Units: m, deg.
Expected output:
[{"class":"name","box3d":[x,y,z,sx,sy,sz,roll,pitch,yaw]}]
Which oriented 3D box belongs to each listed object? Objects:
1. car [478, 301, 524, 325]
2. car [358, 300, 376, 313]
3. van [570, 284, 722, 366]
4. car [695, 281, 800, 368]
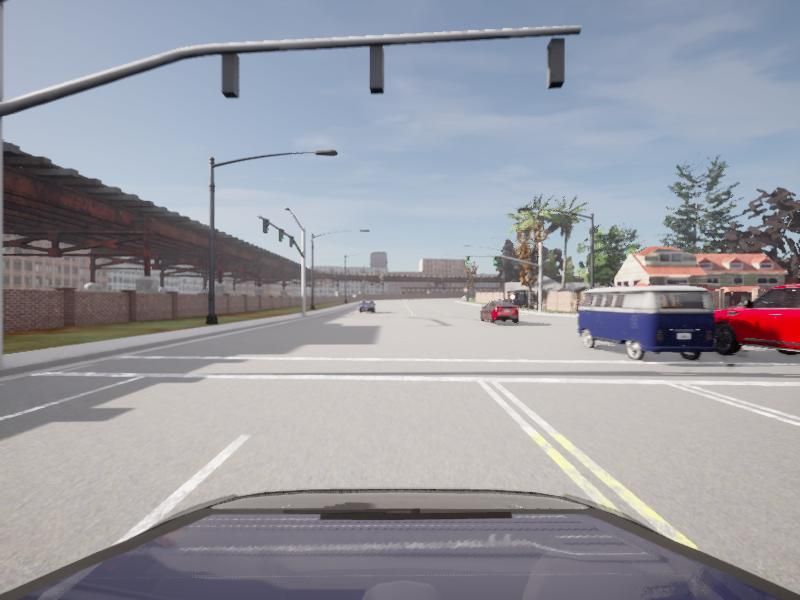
[{"class":"car","box3d":[6.837,0.820,27.680,2.007,1.525,4.514,0,0,0]},{"class":"car","box3d":[-3.757,0.729,46.411,1.845,1.501,3.633,0,1,0]},{"class":"van","box3d":[6.917,0.604,11.922,1.775,1.987,4.442,0,0,0]},{"class":"car","box3d":[10.424,0.574,9.886,2.150,2.045,5.566,0,0,0]}]
